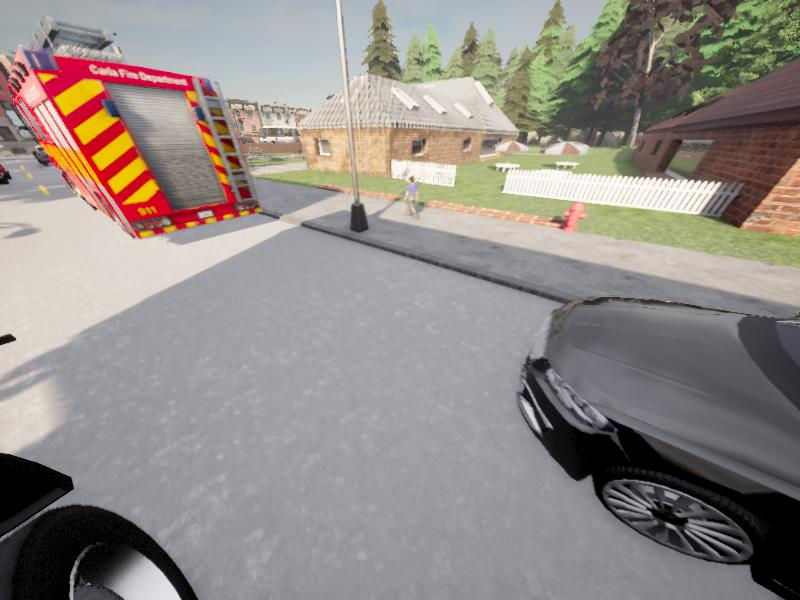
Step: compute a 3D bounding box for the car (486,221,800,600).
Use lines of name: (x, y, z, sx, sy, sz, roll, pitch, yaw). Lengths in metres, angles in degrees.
car: (3.353, 1.078, 1.095, 4.902, 1.511, 2.128, 22, 41, 28)

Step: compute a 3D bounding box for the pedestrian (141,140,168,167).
pedestrian: (-20.601, -12.320, 19.391, 0.751, 1.860, 0.751, 28, 44, 34)

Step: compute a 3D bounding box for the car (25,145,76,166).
car: (-32.740, -13.591, 21.655, 3.806, 1.475, 1.970, 22, 41, 28)

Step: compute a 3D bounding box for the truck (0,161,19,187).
truck: (-23.665, -7.490, 12.208, 5.204, 2.467, 2.627, 22, 41, 28)

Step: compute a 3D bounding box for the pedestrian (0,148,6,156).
pedestrian: (-50.470, -18.994, 28.626, 0.751, 1.860, 0.751, 16, 38, 20)

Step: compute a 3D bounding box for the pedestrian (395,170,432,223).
pedestrian: (0.387, -3.165, 7.053, 0.751, 1.300, 0.751, -30, 45, -35)

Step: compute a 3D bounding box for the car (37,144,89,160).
car: (-40.020, -17.750, 27.594, 1.994, 1.385, 4.181, -19, 39, -24)

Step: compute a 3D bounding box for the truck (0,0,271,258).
truck: (-8.290, -4.610, 7.065, 8.468, 3.827, 2.891, 22, 41, 28)

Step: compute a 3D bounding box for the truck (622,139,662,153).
truck: (52.919, -33.942, 50.723, 5.204, 2.467, 2.627, 22, 41, 28)

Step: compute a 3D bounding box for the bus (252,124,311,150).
bus: (-25.906, -36.182, 51.357, 3.944, 4.253, 10.273, 22, 41, 28)
